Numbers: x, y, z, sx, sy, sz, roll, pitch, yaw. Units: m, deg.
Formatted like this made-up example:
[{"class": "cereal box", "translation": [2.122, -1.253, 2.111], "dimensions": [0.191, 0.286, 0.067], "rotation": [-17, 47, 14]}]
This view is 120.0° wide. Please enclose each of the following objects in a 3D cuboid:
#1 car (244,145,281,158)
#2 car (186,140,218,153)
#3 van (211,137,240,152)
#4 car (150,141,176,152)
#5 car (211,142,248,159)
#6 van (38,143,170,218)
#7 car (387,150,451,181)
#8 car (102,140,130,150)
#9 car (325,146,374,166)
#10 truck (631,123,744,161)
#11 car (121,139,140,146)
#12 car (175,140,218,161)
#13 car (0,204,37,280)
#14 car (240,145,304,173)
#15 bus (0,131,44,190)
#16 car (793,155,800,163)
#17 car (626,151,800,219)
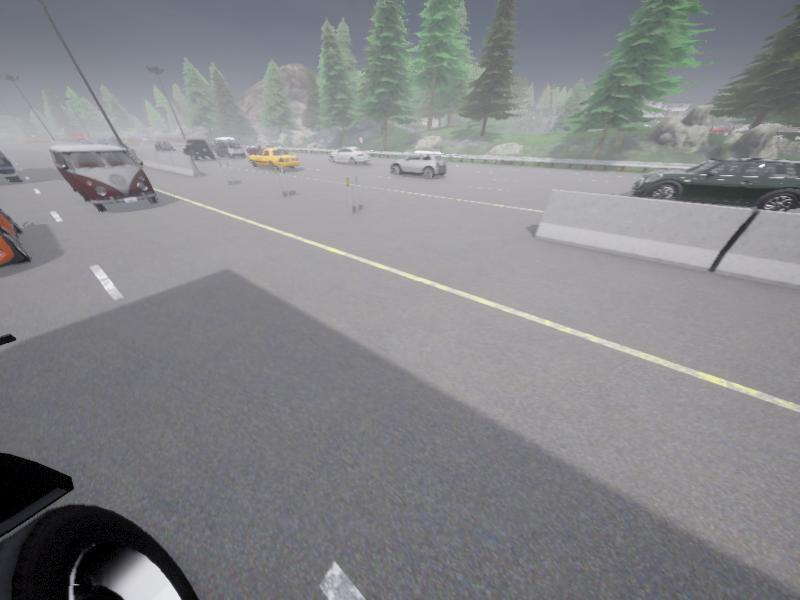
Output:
[{"class": "car", "translation": [-18.116, -19.550, 30.324], "dimensions": [4.718, 1.301, 1.895], "rotation": [22, 41, 28]}, {"class": "car", "translation": [-33.208, -25.851, 38.788], "dimensions": [4.611, 1.667, 2.242], "rotation": [22, 41, 28]}, {"class": "van", "translation": [-30.886, -27.521, 40.857], "dimensions": [4.480, 2.038, 2.069], "rotation": [22, 41, 28]}, {"class": "car", "translation": [-40.379, -26.244, 39.402], "dimensions": [3.633, 1.501, 1.845], "rotation": [22, 41, 28]}, {"class": "car", "translation": [-21.000, -18.393, 28.388], "dimensions": [3.988, 1.617, 1.851], "rotation": [22, 41, 28]}, {"class": "van", "translation": [-11.141, -4.674, 8.708], "dimensions": [4.442, 1.987, 1.775], "rotation": [22, 41, 28]}, {"class": "car", "translation": [1.233, -9.272, 15.780], "dimensions": [3.806, 1.475, 1.970], "rotation": [22, 41, 28]}, {"class": "car", "translation": [-52.874, -28.875, 42.966], "dimensions": [4.974, 1.542, 2.038], "rotation": [22, 41, 28]}, {"class": "car", "translation": [-5.011, -14.268, 22.831], "dimensions": [4.674, 1.442, 1.812], "rotation": [22, 41, 28]}, {"class": "truck", "translation": [37.952, -21.435, 31.324], "dimensions": [8.468, 3.827, 2.891], "rotation": [23, 41, 28]}, {"class": "car", "translation": [-68.866, -40.257, 58.985], "dimensions": [5.366, 1.575, 1.801], "rotation": [22, 41, 28]}, {"class": "car", "translation": [-22.625, -16.709, 25.738], "dimensions": [3.866, 1.878, 1.905], "rotation": [22, 41, 28]}, {"class": "car", "translation": [-9.733, -1.562, 4.470], "dimensions": [4.553, 1.767, 2.097], "rotation": [22, 41, 28]}, {"class": "car", "translation": [-10.538, -11.651, 18.952], "dimensions": [5.366, 1.575, 1.801], "rotation": [22, 41, 28]}, {"class": "bus", "translation": [-25.125, -8.938, 12.635], "dimensions": [10.273, 4.253, 3.944], "rotation": [23, 41, 27]}, {"class": "car", "translation": [49.018, -15.964, 25.655], "dimensions": [5.008, 1.535, 1.882], "rotation": [22, 41, 28]}, {"class": "car", "translation": [12.551, -4.787, 9.254], "dimensions": [4.553, 1.767, 2.097], "rotation": [22, 41, 28]}]
